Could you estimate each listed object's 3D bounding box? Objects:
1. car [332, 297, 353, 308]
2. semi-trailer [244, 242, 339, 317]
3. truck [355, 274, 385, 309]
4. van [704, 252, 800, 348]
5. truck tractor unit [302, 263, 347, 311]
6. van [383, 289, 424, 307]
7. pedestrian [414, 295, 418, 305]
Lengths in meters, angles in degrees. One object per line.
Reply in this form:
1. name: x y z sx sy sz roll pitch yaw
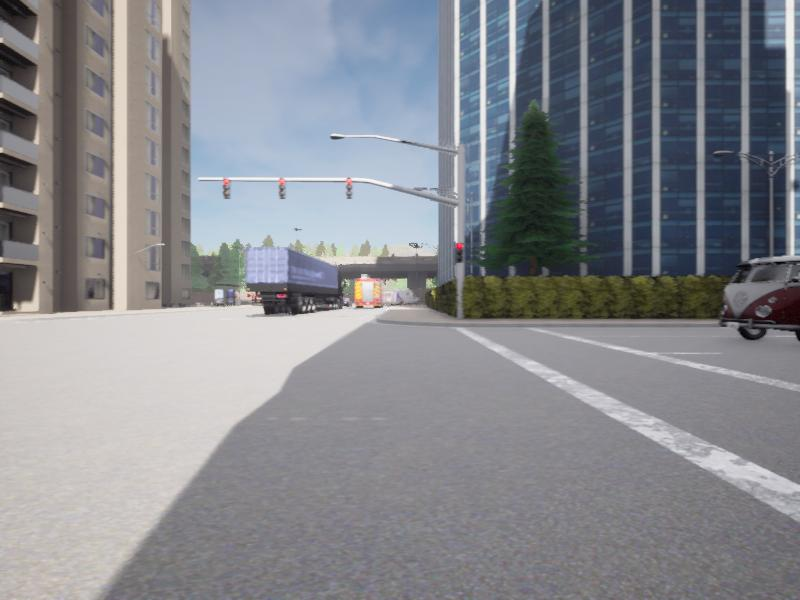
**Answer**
1. car: -6.998 0.343 49.405 1.895 1.301 4.718 0 0 1
2. semi-trailer: -7.469 -1.223 30.657 2.717 4.402 14.254 0 0 3
3. truck: -3.506 -0.922 48.136 2.891 3.827 8.468 0 0 1
4. van: 9.879 -0.001 9.199 4.442 1.987 1.775 0 0 0
5. truck tractor unit: -7.115 -1.105 38.572 3.053 4.208 6.516 0 0 1
6. van: 0.543 -0.226 61.990 6.366 2.431 2.351 2 -5 -42
7. pedestrian: 2.766 -0.016 69.268 0.751 1.860 0.751 0 0 5
